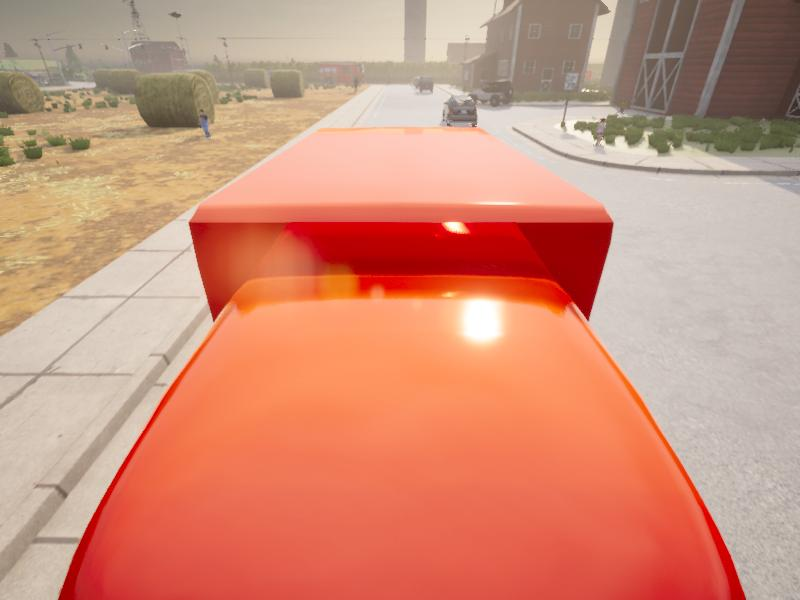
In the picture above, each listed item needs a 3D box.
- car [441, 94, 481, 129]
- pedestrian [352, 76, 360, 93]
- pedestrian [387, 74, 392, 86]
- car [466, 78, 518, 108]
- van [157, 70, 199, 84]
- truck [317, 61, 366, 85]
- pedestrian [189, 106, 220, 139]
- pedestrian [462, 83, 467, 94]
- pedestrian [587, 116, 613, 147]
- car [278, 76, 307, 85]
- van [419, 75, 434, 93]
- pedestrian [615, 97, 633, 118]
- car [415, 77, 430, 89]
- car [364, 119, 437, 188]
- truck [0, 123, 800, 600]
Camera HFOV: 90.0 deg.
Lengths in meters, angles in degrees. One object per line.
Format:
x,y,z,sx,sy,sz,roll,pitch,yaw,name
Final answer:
3.503,-11.166,23.578,1.789,1.549,3.705,0,30,0,car
-5.368,-26.432,49.058,0.751,1.860,0.751,2,30,4,pedestrian
-1.842,-38.962,70.825,0.751,1.860,0.751,1,30,2,pedestrian
7.670,-17.441,33.689,1.905,1.878,3.866,-30,40,-32,car
-43.561,-43.847,78.646,6.366,2.431,2.351,1,30,2,van
-10.789,-42.337,74.738,8.468,3.827,2.891,0,30,1,truck
-8.843,-8.061,18.150,0.751,1.300,0.751,4,30,6,pedestrian
7.836,-25.595,48.400,0.500,1.100,0.500,4,31,7,pedestrian
8.164,-6.884,16.360,0.500,1.100,0.500,-12,32,-20,pedestrian
-20.230,-41.407,75.457,4.792,1.488,2.163,0,30,1,car
3.510,-29.175,53.994,1.775,1.987,4.442,0,30,0,van
13.672,-11.752,24.415,0.500,1.100,0.500,-9,32,-15,pedestrian
3.510,-34.550,63.700,2.163,1.488,4.792,0,30,0,car
0.002,-4.907,13.045,1.994,1.385,4.181,0,30,0,car
0.002,0.235,3.165,2.627,2.467,5.204,0,30,0,truck
